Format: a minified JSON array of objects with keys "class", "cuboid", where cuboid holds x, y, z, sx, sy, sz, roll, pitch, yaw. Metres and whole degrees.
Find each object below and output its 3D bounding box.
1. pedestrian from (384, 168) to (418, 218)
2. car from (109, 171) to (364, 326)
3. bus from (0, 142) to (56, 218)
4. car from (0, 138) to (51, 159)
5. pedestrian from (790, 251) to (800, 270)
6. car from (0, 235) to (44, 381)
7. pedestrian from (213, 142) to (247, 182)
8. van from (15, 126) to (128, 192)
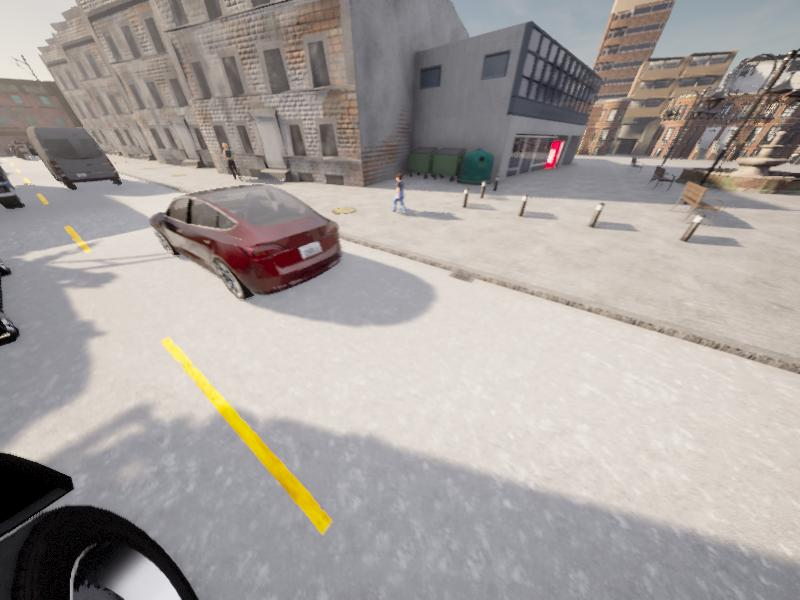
[{"class":"pedestrian","cuboid":[0.028,-3.480,7.494,0.751,1.300,0.751,-27,44,-33]},{"class":"car","cuboid":[-3.335,-1.530,4.763,4.792,1.488,2.163,22,40,27]},{"class":"bus","cuboid":[-17.883,-5.766,8.236,10.273,4.253,3.944,22,40,28]},{"class":"car","cuboid":[-42.094,-17.004,25.989,4.605,1.855,1.932,16,38,25]},{"class":"pedestrian","cuboid":[8.444,-1.311,4.013,0.751,1.860,0.751,29,44,34]},{"class":"car","cuboid":[-7.078,-0.226,2.954,5.357,1.411,2.033,22,41,28]},{"class":"pedestrian","cuboid":[-9.455,-7.716,12.928,0.751,1.860,0.751,25,42,30]},{"class":"van","cuboid":[-17.798,-7.738,12.517,5.915,2.561,1.988,22,40,27]}]
